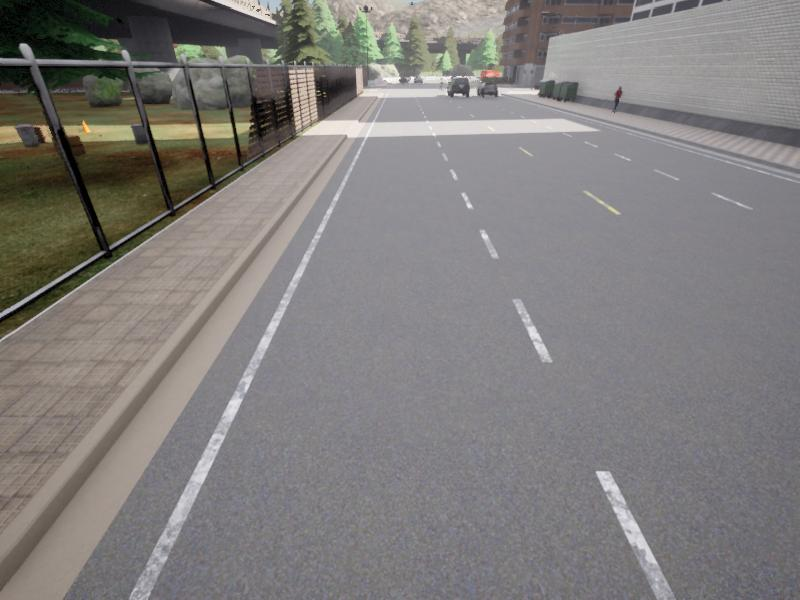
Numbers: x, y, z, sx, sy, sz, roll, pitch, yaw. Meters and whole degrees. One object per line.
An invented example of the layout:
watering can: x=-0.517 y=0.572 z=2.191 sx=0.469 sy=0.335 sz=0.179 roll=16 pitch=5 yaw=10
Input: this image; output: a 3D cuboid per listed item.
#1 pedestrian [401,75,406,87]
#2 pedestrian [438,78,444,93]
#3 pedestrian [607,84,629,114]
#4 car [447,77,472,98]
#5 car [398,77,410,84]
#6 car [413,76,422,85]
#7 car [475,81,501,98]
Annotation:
pedestrian: x=0.577 y=-39.871 z=72.873 sx=0.751 sy=1.860 sz=0.751 roll=-5 pitch=30 yaw=-8
pedestrian: x=5.776 y=-30.369 z=56.595 sx=0.751 sy=1.860 sz=0.751 roll=1 pitch=30 yaw=2
pedestrian: x=15.639 y=-14.464 z=28.787 sx=0.751 sy=1.860 sz=0.751 roll=2 pitch=30 yaw=3
car: x=7.086 y=-25.721 z=48.345 sx=2.150 sy=2.045 sz=5.566 roll=0 pitch=30 yaw=0
car: x=0.896 y=-48.815 z=88.862 sx=1.895 sy=1.301 sz=4.718 roll=4 pitch=30 yaw=7
car: x=3.838 y=-46.977 z=85.520 sx=1.816 sy=1.474 sz=4.193 roll=2 pitch=30 yaw=3
car: x=10.586 y=-25.508 z=48.378 sx=2.033 sy=1.649 sz=4.856 roll=0 pitch=30 yaw=0
